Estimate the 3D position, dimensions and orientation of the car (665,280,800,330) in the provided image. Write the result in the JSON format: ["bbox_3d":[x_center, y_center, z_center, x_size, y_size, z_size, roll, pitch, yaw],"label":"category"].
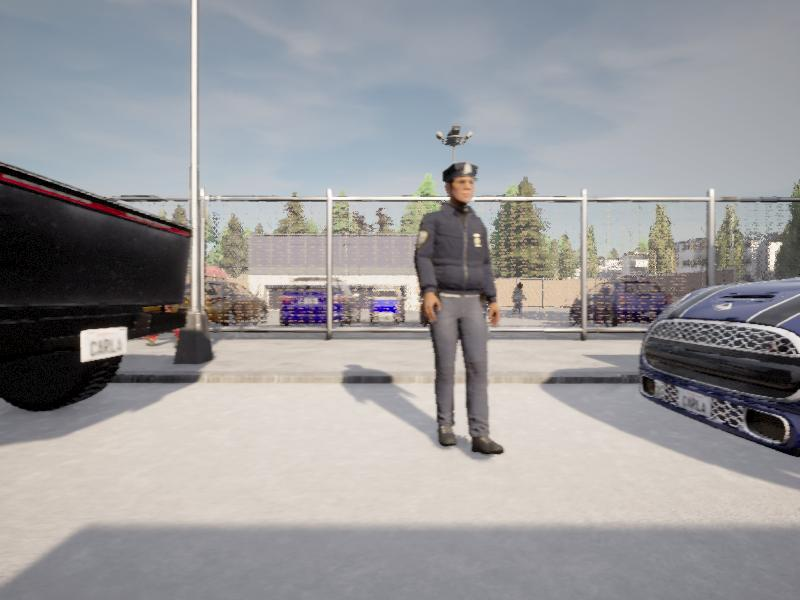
[{"bbox_3d":[11.272,0.160,13.296,3.705,1.547,1.789,0,0,0],"label":"car"}]

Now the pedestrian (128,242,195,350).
[{"bbox_3d":[-4.375,-0.074,7.370,0.751,1.860,0.751,0,0,15],"label":"pedestrian"}]

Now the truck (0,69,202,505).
[{"bbox_3d":[-5.063,-0.065,2.693,6.274,2.098,2.390,0,0,0],"label":"truck"}]

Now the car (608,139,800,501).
[{"bbox_3d":[4.229,0.099,2.699,4.553,1.767,2.097,0,0,0],"label":"car"}]

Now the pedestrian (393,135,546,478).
[{"bbox_3d":[0.400,0.037,2.618,0.751,1.860,0.751,0,0,-13],"label":"pedestrian"}]
